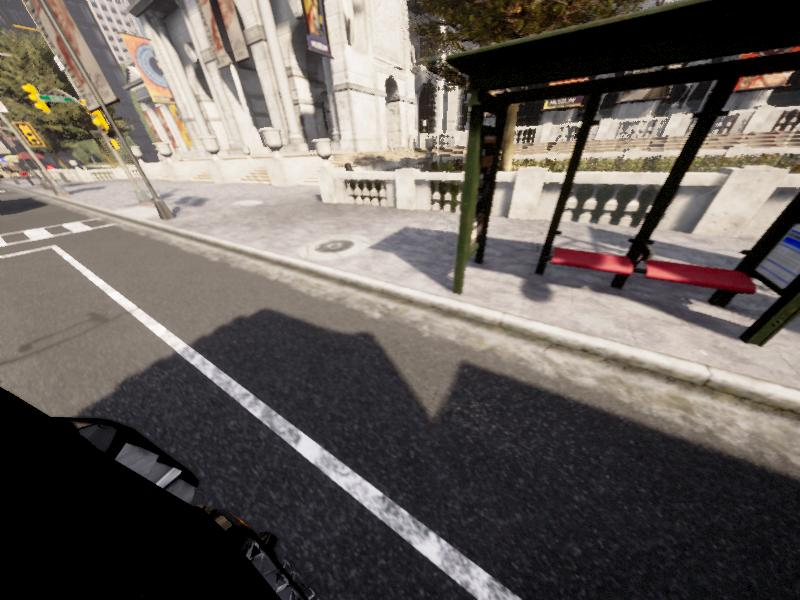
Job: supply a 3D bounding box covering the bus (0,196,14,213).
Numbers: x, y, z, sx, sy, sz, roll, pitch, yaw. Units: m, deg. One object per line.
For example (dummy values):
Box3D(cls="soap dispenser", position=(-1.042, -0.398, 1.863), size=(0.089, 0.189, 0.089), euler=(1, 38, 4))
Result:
Box3D(cls="bus", position=(-27.041, -6.937, 12.679), size=(10.273, 4.253, 3.944), euler=(15, 38, 27))
